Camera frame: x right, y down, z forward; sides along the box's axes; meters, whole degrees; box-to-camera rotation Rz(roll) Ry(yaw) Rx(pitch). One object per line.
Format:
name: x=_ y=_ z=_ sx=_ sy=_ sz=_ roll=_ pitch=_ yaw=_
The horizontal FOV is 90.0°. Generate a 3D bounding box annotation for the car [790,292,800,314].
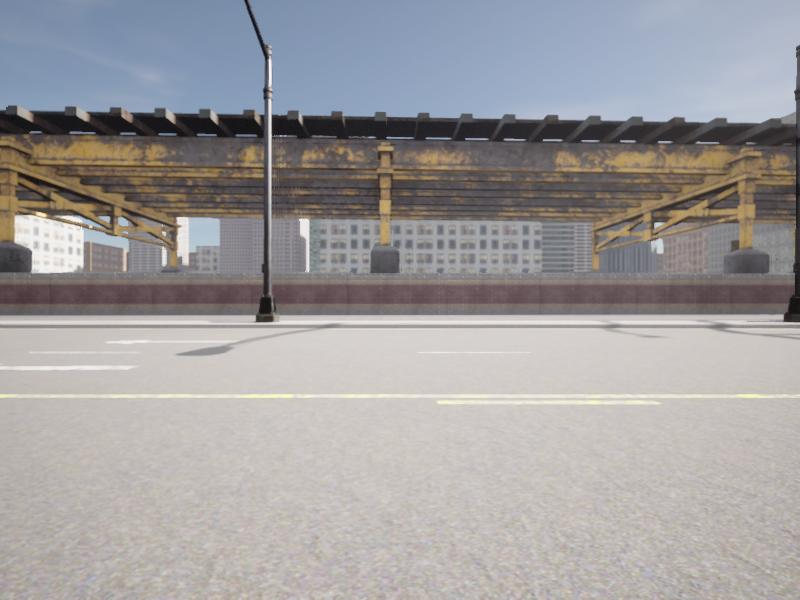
car: x=29.647 y=0.195 z=26.825 sx=4.974 sy=1.542 sz=2.038 roll=0 pitch=0 yaw=44

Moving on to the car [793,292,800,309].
car: x=29.609 y=0.038 z=26.861 sx=4.536 sy=1.218 sz=1.853 roll=0 pitch=0 yaw=44
